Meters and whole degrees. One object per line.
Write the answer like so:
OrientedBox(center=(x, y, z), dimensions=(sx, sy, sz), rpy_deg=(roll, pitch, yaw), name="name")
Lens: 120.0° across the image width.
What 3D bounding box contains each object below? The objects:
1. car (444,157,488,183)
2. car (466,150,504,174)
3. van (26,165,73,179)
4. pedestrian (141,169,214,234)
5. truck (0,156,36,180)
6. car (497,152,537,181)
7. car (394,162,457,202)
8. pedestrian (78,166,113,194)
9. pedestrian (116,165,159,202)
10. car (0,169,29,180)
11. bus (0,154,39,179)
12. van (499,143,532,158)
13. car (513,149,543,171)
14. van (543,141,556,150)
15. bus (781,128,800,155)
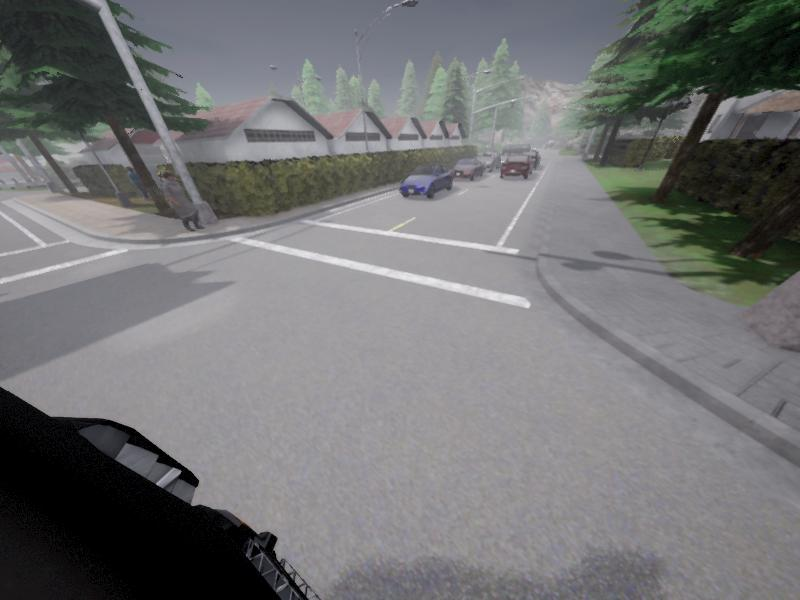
OrientedBox(center=(5.257, -10.342, 18.215), dimensions=(1.994, 1.385, 4.181), rpy_deg=(17, 38, 27), name="car")
OrientedBox(center=(8.409, -13.585, 22.637), dimensions=(2.152, 1.651, 5.027), rpy_deg=(16, 38, 26), name="car")
OrientedBox(center=(-67.515, -24.811, 44.572), dimensions=(1.775, 1.987, 4.442), rpy_deg=(16, 38, 26), name="van")
OrientedBox(center=(-7.189, -3.209, 7.608), dimensions=(0.751, 1.860, 0.751), rpy_deg=(0, 34, 3), name="pedestrian")
OrientedBox(center=(-79.432, -25.462, 44.729), dimensions=(2.891, 3.827, 8.468), rpy_deg=(16, 38, 26), name="truck")
OrientedBox(center=(9.142, -10.391, 17.861), dimensions=(1.882, 1.535, 5.008), rpy_deg=(16, 38, 26), name="car")
OrientedBox(center=(1.587, -6.791, 13.040), dimensions=(1.816, 1.474, 4.193), rpy_deg=(16, 38, 26), name="car")
OrientedBox(center=(-23.385, -9.227, 17.786), dimensions=(0.751, 1.860, 0.751), rpy_deg=(17, 38, 27), name="pedestrian")
OrientedBox(center=(-15.282, -6.800, 13.498), dimensions=(0.751, 1.860, 0.751), rpy_deg=(17, 38, 26), name="pedestrian")
OrientedBox(center=(-81.793, -25.894, 47.798), dimensions=(2.152, 1.651, 5.027), rpy_deg=(16, 38, 26), name="car")
OrientedBox(center=(-85.268, -27.467, 47.770), dimensions=(3.944, 4.253, 10.273), rpy_deg=(16, 38, 26), name="bus")
OrientedBox(center=(19.336, -25.050, 38.754), dimensions=(4.442, 1.987, 1.775), rpy_deg=(16, 38, 27), name="van")
OrientedBox(center=(12.863, -14.043, 23.088), dimensions=(1.882, 1.535, 5.008), rpy_deg=(16, 38, 26), name="car")
OrientedBox(center=(41.273, -42.811, 63.875), dimensions=(2.069, 2.038, 4.480), rpy_deg=(10, 36, 17), name="van")
OrientedBox(center=(46.017, -15.895, 21.044), dimensions=(10.273, 4.253, 3.944), rpy_deg=(17, 38, 26), name="bus")
